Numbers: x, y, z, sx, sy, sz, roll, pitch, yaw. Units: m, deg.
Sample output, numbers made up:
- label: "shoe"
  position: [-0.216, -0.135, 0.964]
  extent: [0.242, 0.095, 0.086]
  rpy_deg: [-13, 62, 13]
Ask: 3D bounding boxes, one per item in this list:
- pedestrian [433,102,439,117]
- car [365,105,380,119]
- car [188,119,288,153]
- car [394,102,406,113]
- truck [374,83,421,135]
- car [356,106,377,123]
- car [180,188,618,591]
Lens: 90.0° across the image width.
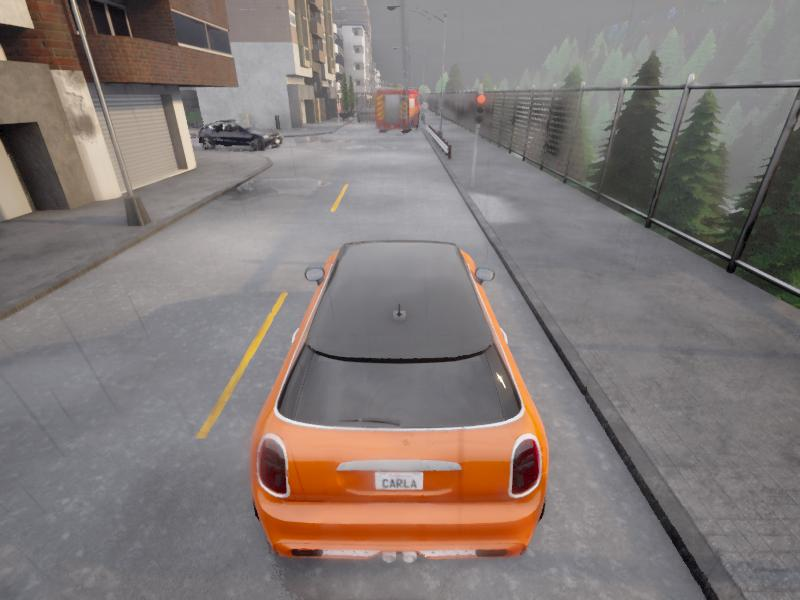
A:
- label: "pedestrian"
  position: [5.173, -27.275, 57.351]
  extent: [0.751, 1.860, 0.751]
  rpy_deg: [0, 27, 1]
- label: "car"
  position: [-4.003, -27.471, 58.318]
  extent: [1.801, 1.575, 5.366]
  rpy_deg: [0, 27, 0]
- label: "car"
  position: [-9.752, -10.019, 24.326]
  extent: [5.027, 1.651, 2.152]
  rpy_deg: [6, 28, 12]
- label: "car"
  position: [-0.008, -36.507, 75.841]
  extent: [2.033, 1.649, 4.856]
  rpy_deg: [0, 27, 0]
- label: "truck"
  position: [-0.030, -17.653, 36.764]
  extent: [2.891, 3.827, 8.468]
  rpy_deg: [4, 28, 8]
- label: "car"
  position: [-3.999, -22.527, 48.467]
  extent: [2.097, 1.767, 4.553]
  rpy_deg: [0, 27, 0]
- label: "car"
  position: [-0.003, 0.154, 4.347]
  extent: [2.097, 1.767, 4.553]
  rpy_deg: [0, 27, 0]
